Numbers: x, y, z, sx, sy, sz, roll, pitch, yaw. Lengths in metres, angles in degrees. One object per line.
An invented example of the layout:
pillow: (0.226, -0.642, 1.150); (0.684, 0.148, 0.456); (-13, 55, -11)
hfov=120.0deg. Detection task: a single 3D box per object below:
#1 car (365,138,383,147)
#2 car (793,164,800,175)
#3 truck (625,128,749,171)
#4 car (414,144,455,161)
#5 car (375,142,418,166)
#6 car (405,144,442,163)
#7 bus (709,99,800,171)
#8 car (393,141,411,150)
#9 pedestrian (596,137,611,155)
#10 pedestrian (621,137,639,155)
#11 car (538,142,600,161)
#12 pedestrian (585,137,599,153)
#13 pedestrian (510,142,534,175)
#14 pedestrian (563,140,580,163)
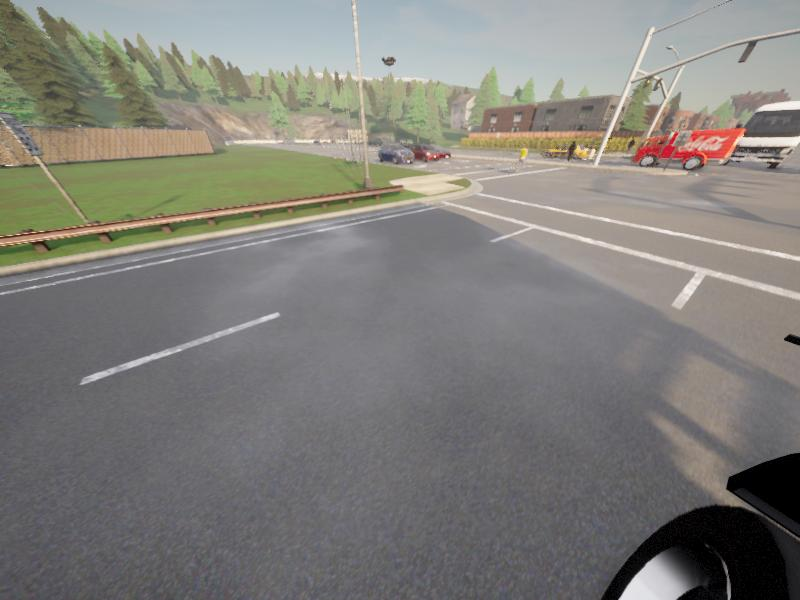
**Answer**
car: (-7.080, -43.082, 63.171); (2.150, 2.045, 5.566); (-22, 41, -28)
car: (29.001, -9.310, 15.483); (4.902, 1.511, 2.128); (-22, 41, -28)
truck: (22.009, -11.738, 18.103); (2.627, 2.467, 5.204); (-22, 38, -27)
car: (4.110, -18.152, 28.268); (2.163, 1.488, 4.792); (-22, 40, -27)
car: (-0.477, -14.974, 23.544); (2.097, 1.767, 4.553); (-22, 40, -27)
car: (2.477, -15.994, 25.120); (1.851, 1.617, 3.988); (-22, 41, -27)
bus: (31.874, -13.985, 19.697); (10.273, 4.253, 3.944); (-22, 41, -28)
car: (0.346, -33.113, 49.484); (1.970, 1.475, 3.806); (-22, 41, -28)
pedestrian: (26.374, -19.970, 29.986); (0.751, 1.860, 0.751); (20, 40, 26)
pedestrian: (28.808, -19.269, 28.909); (0.751, 1.860, 0.751); (-22, 40, -27)
car: (19.299, -17.206, 26.692); (1.801, 1.575, 5.366); (-22, 40, -27)
pedestrian: (28.208, -22.789, 33.957); (0.751, 1.860, 0.751); (-20, 40, -26)
pedestrian: (8.579, -9.958, 16.262); (0.751, 1.860, 0.751); (-24, 42, -30)
pedestrian: (16.699, -14.464, 22.552); (0.751, 1.860, 0.751); (18, 39, 24)
